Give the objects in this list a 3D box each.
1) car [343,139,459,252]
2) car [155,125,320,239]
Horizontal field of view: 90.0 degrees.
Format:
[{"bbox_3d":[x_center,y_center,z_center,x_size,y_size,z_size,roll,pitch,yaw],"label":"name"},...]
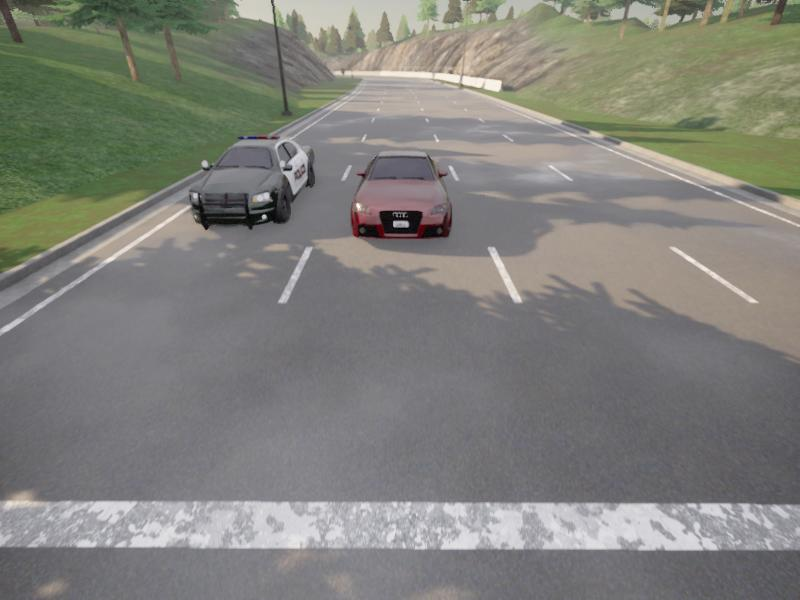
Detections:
[{"bbox_3d":[0.051,-2.567,9.026,1.994,1.385,4.181,0,30,1],"label":"car"},{"bbox_3d":[-3.492,-3.173,9.897,2.038,1.542,4.974,0,30,0],"label":"car"}]
